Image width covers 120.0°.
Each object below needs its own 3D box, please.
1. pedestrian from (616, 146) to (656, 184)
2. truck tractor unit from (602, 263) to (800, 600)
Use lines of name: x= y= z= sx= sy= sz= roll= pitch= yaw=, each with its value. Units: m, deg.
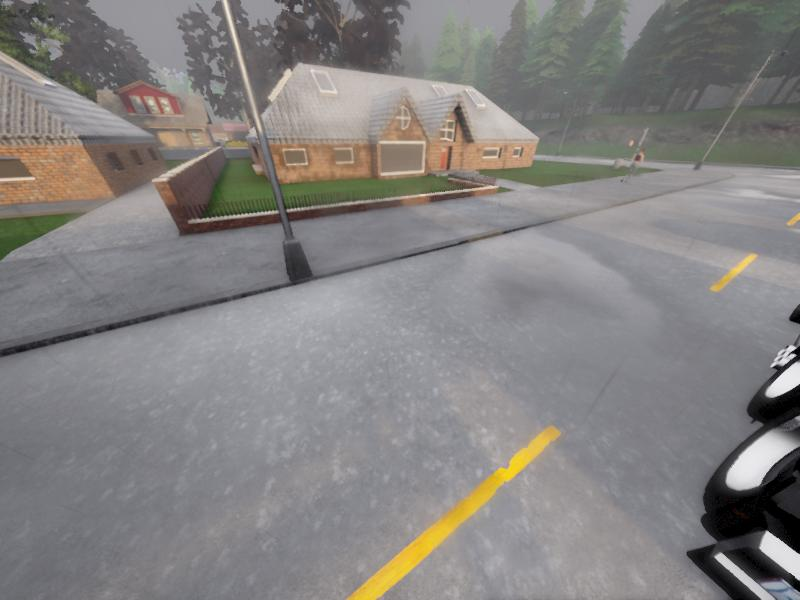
pedestrian: x=13.908 y=-7.964 z=13.665 sx=0.751 sy=1.860 sz=0.751 roll=-14 pitch=37 yaw=-20
truck tractor unit: x=5.112 y=-0.298 z=0.791 sx=6.516 sy=4.208 sz=3.053 roll=-18 pitch=39 yaw=-24
